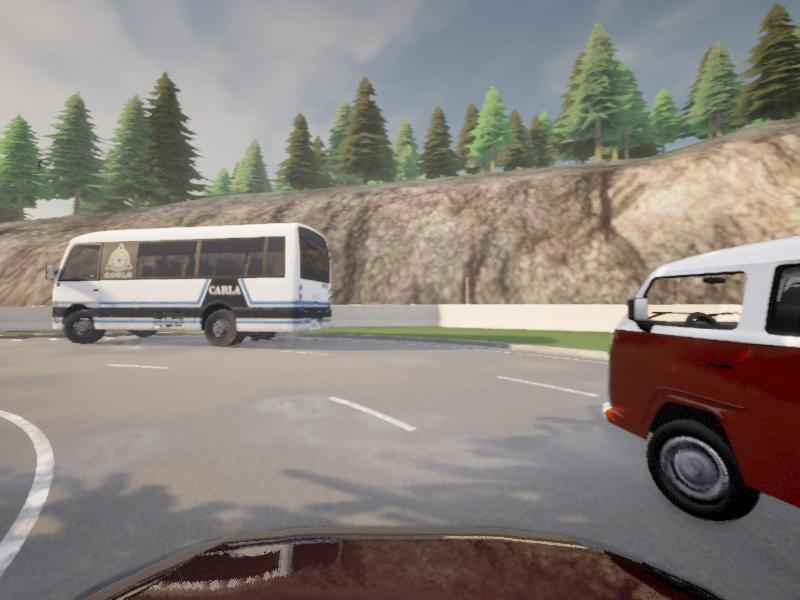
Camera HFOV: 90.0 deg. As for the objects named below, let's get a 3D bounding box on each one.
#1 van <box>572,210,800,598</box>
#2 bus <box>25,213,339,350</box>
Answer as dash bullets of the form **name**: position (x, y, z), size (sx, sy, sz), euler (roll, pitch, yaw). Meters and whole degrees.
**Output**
- **van**: position (3.194, 0.561, 1.970), size (2.069, 2.038, 4.480), euler (1, 0, -12)
- **bus**: position (-7.916, -0.511, 15.249), size (10.273, 4.253, 3.944), euler (0, -1, 11)
